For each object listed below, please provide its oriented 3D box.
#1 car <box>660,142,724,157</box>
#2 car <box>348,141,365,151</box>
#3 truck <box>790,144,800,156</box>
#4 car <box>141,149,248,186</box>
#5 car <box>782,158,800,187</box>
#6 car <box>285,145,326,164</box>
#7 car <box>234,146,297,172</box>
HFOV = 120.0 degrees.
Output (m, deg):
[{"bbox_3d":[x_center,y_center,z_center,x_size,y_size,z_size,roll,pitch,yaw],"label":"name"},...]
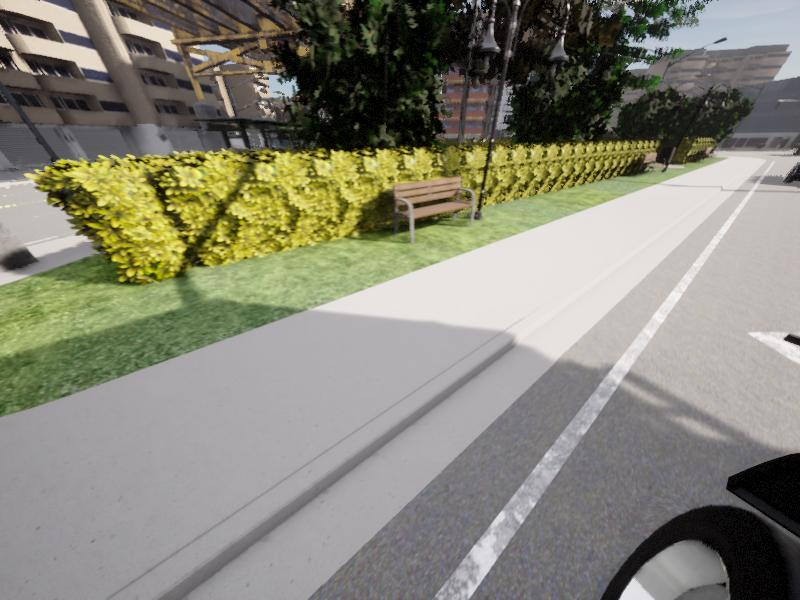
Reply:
[{"bbox_3d":[38.767,-20.112,30.852,4.792,1.488,2.163,5,36,8],"label":"car"},{"bbox_3d":[-9.497,-33.682,50.476,1.930,1.638,5.238,5,36,8],"label":"car"},{"bbox_3d":[56.277,-20.557,30.818,6.274,2.098,2.390,-14,38,-19],"label":"truck"},{"bbox_3d":[-13.170,-9.023,15.452,1.930,1.638,5.238,5,36,8],"label":"car"},{"bbox_3d":[23.373,-7.175,12.769,4.718,1.301,1.895,-23,41,-28],"label":"car"},{"bbox_3d":[-10.822,-16.997,26.863,2.038,1.542,4.974,5,35,8],"label":"car"},{"bbox_3d":[-11.979,-13.005,21.118,2.152,1.651,5.027,5,36,8],"label":"car"}]
